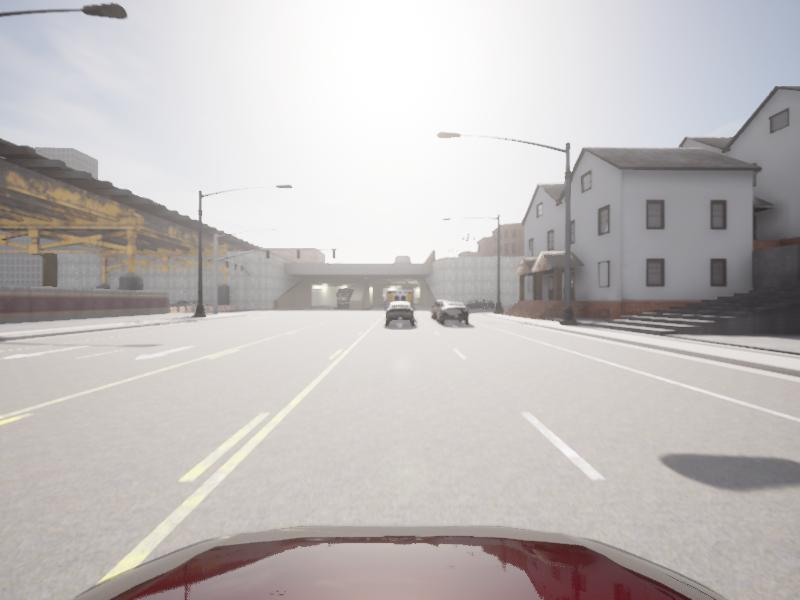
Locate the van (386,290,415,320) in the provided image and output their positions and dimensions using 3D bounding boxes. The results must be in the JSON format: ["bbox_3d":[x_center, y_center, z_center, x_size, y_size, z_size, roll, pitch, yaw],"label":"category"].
[{"bbox_3d":[0.010,0.377,35.220,2.351,2.431,6.366,0,0,0],"label":"van"}]

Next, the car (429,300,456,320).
[{"bbox_3d":[3.508,0.788,33.384,1.851,1.617,3.988,0,0,0],"label":"car"}]

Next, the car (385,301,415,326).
[{"bbox_3d":[0.003,0.845,26.571,1.837,1.490,4.892,0,0,0],"label":"car"}]

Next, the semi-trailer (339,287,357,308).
[{"bbox_3d":[-11.795,-0.620,91.356,2.717,4.402,14.254,0,0,-2],"label":"semi-trailer"}]

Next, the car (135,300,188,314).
[{"bbox_3d":[-28.165,0.795,47.313,2.038,1.542,4.974,0,0,44],"label":"car"}]

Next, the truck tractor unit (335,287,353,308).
[{"bbox_3d":[-11.546,-0.525,83.446,3.053,4.208,6.516,0,0,-2],"label":"truck tractor unit"}]

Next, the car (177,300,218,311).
[{"bbox_3d":[-28.965,0.795,57.288,2.038,1.542,4.974,0,0,29],"label":"car"}]

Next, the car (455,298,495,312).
[{"bbox_3d":[10.128,0.679,54.274,5.027,1.651,2.152,-4,0,1],"label":"car"}]

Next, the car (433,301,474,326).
[{"bbox_3d":[3.497,0.836,27.189,2.128,1.511,4.902,0,0,0],"label":"car"}]
